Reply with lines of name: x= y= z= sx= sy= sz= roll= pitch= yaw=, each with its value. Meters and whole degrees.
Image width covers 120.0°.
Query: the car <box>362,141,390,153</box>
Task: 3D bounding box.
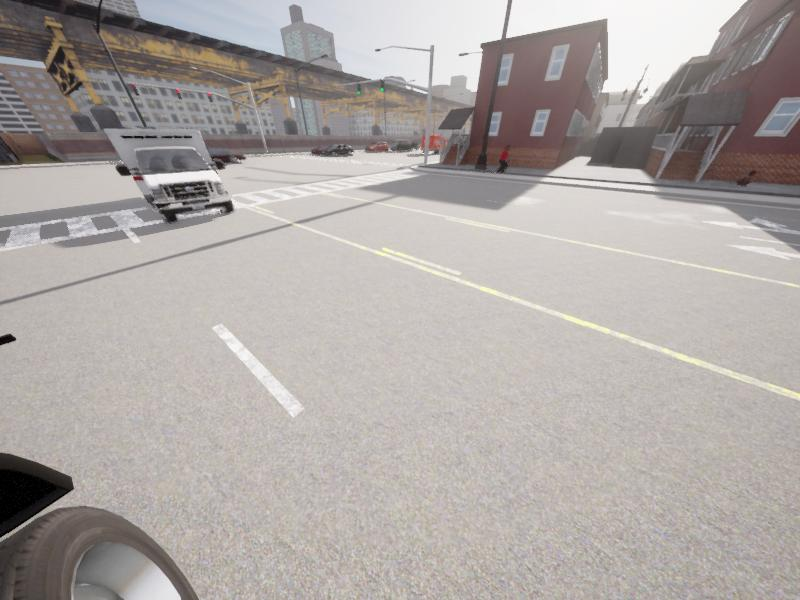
car: x=-4.142 y=-27.187 z=41.028 sx=2.242 sy=1.667 sz=4.611 roll=24 pitch=42 yaw=30

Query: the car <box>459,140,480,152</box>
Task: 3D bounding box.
car: x=13.745 y=-30.574 z=45.786 sx=1.932 sy=1.855 sz=4.605 roll=24 pitch=42 yaw=30

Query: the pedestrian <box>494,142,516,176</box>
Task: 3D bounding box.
pedestrian: x=6.989 y=-9.435 z=15.437 sx=0.751 sy=1.860 sz=0.751 roll=23 pitch=41 yaw=29

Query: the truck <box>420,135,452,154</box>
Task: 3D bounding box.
truck: x=5.839 y=-25.041 z=37.301 sx=2.627 sy=2.467 sz=5.204 roll=24 pitch=39 yaw=30

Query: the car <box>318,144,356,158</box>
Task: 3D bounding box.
car: x=-8.545 y=-20.605 z=31.813 sx=1.837 sy=1.490 sz=4.892 roll=24 pitch=42 yaw=30

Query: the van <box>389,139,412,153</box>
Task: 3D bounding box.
van: x=0.140 y=-27.178 z=40.777 sx=1.775 sy=1.987 sz=4.442 roll=24 pitch=42 yaw=30

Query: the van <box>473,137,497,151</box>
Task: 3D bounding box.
van: x=18.657 y=-34.400 z=50.776 sx=2.351 sy=2.431 sz=6.366 roll=24 pitch=42 yaw=30

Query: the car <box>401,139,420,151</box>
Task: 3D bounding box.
car: x=2.118 y=-31.871 z=47.530 sx=1.905 sy=1.878 sz=3.866 roll=24 pitch=42 yaw=30

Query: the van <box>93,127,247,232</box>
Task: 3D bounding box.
van: x=-8.337 y=-4.750 z=8.494 sx=2.351 sy=2.431 sz=6.366 roll=-29 pitch=44 yaw=-34

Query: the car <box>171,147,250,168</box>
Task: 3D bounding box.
car: x=-17.831 y=-13.754 z=22.108 sx=2.033 sy=1.411 sz=5.357 roll=24 pitch=42 yaw=30

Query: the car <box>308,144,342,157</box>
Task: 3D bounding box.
car: x=-10.972 y=-22.050 z=33.956 sx=1.994 sy=1.385 sz=4.181 roll=24 pitch=42 yaw=30

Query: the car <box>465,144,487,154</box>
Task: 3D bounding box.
car: x=13.441 y=-26.876 z=40.977 sx=1.994 sy=1.385 sz=4.181 roll=25 pitch=42 yaw=31

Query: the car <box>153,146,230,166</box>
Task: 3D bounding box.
car: x=-20.926 y=-14.757 z=23.510 sx=2.033 sy=1.411 sz=5.357 roll=24 pitch=42 yaw=30
